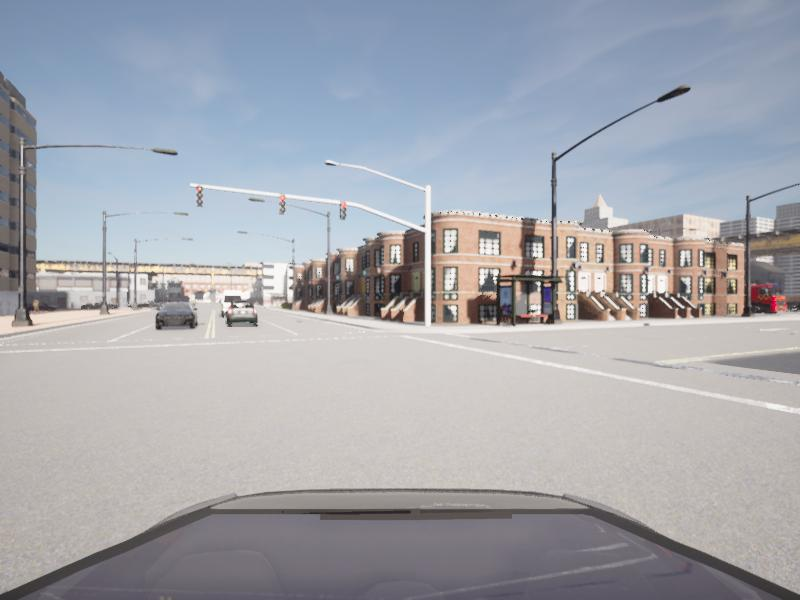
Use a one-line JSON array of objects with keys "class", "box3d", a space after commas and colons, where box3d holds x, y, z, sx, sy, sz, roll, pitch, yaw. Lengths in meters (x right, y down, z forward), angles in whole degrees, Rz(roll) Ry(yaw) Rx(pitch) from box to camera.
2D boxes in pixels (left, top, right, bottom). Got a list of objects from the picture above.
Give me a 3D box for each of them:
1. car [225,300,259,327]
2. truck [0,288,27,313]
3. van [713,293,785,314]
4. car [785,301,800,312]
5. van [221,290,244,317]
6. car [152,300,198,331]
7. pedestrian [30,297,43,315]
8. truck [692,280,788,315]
[{"class": "car", "box3d": [-10.282, 0.817, 25.881, 1.851, 1.617, 3.988, 0, 0, -25]}, {"class": "truck", "box3d": [-65.417, 0.143, 63.479, 8.468, 3.827, 2.891, -1, 1, -26]}, {"class": "van", "box3d": [43.769, 0.423, 50.403, 2.351, 2.431, 6.366, 0, 0, -24]}, {"class": "car", "box3d": [54.272, 0.889, 52.557, 1.837, 1.490, 4.892, 0, 0, -25]}, {"class": "van", "box3d": [-17.209, 0.368, 40.907, 1.988, 2.561, 5.915, 0, 0, -25]}, {"class": "car", "box3d": [-12.927, 0.798, 23.289, 1.930, 1.638, 5.238, 0, 0, -25]}, {"class": "pedestrian", "box3d": [-38.695, 0.629, 42.592, 0.751, 1.860, 0.751, 0, 0, -10]}, {"class": "truck", "box3d": [40.763, -0.277, 48.425, 2.891, 3.827, 8.468, 0, 0, -25]}]
